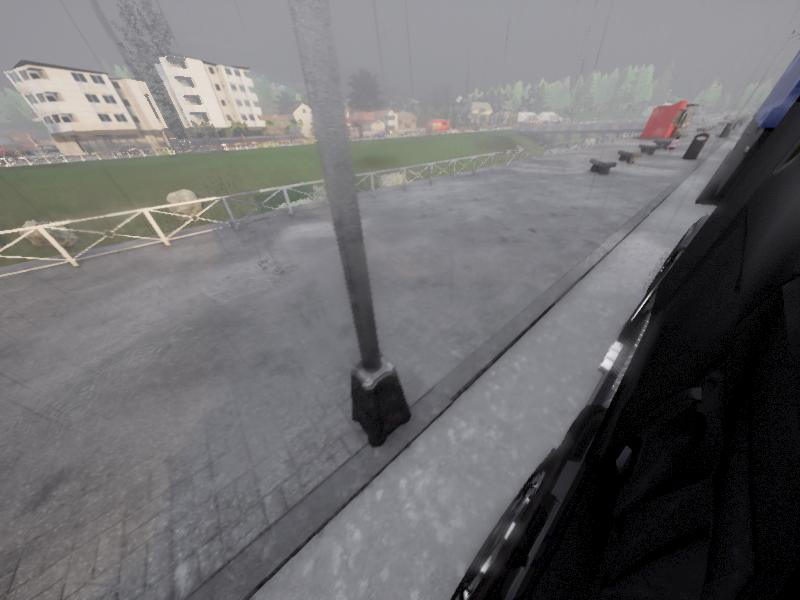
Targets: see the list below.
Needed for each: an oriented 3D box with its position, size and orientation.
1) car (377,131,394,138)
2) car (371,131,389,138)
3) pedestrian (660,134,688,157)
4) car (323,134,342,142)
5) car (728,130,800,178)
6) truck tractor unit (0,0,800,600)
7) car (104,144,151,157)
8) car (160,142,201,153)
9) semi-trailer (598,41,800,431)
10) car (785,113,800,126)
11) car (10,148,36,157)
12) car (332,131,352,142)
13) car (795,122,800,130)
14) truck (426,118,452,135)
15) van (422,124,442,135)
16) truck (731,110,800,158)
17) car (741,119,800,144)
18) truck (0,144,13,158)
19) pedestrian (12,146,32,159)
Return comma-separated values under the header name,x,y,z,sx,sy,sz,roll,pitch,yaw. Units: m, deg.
name,x,y,z,sx,sy,sz,roll,pitch,yaw
car,-3.869,-43.841,61.208,4.193,1.474,1.816,-28,44,-30
car,-5.546,-46.080,64.286,4.892,1.490,1.837,-28,44,-30
pedestrian,16.430,-9.265,13.880,0.500,1.100,0.500,-11,38,-11
car,-16.734,-40.122,57.104,3.806,1.475,1.970,-28,44,-30
car,16.961,-6.674,10.376,4.181,1.385,1.994,-28,44,-30
truck tractor unit,2.645,-0.295,0.351,6.516,4.208,3.053,-28,44,-30
car,-45.250,-25.000,38.562,4.892,1.490,1.837,-27,43,-29
car,-39.941,-27.858,42.138,5.357,1.411,2.033,-28,44,-30
semi-trailer,8.686,-3.610,4.245,14.254,4.402,2.717,-28,44,-30
car,67.672,-30.460,38.908,4.611,1.667,2.242,-28,44,-30
car,-84.160,-33.021,51.596,1.789,1.549,3.705,-28,44,-30
car,-13.759,-38.779,54.710,3.866,1.878,1.905,-28,44,-30
car,53.013,-22.747,29.427,4.856,1.649,2.033,-28,44,-30
truck,11.932,-53.148,70.714,8.468,3.827,2.891,-28,44,-30
van,10.289,-54.832,74.230,6.366,2.431,2.351,-28,44,-30
truck,23.655,-10.511,14.485,6.274,2.098,2.390,-28,43,-30
car,31.042,-14.176,19.420,4.902,1.511,2.128,-28,43,-30
truck,-87.515,-31.943,49.606,2.627,2.467,5.204,-28,44,-30
pedestrian,-65.387,-25.511,39.943,0.751,1.860,0.751,-27,43,-29
